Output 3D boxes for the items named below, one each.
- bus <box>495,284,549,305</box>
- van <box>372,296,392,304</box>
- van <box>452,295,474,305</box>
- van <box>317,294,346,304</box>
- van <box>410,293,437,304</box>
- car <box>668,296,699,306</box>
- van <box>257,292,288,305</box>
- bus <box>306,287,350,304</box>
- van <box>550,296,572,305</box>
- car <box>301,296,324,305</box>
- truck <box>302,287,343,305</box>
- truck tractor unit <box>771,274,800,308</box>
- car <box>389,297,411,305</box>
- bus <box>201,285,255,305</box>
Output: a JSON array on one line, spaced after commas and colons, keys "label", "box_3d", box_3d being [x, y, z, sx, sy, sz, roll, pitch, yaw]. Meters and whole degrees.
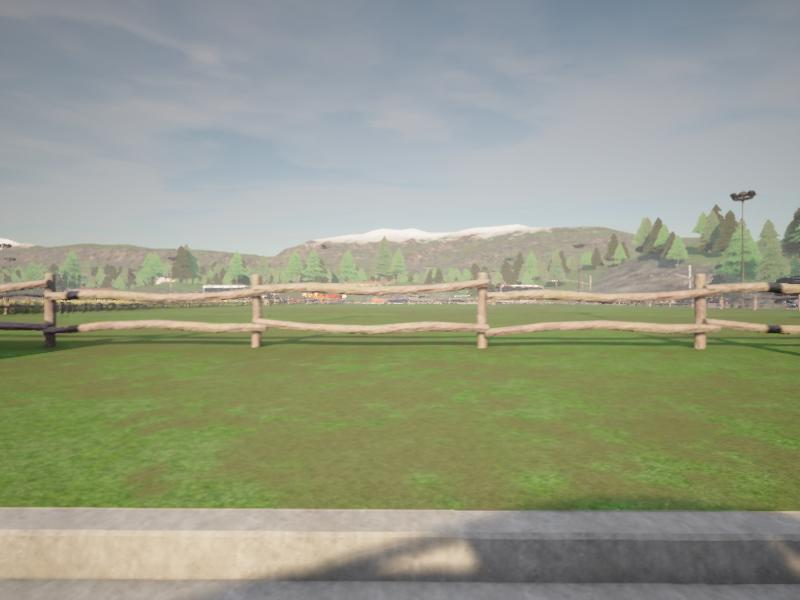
[{"label": "bus", "box_3d": [25.741, -1.135, 84.993, 10.273, 4.253, 3.944, 1, 0, 0]}, {"label": "van", "box_3d": [-4.120, -0.002, 92.024, 4.442, 1.987, 1.775, 0, 0, 0]}, {"label": "van", "box_3d": [13.968, -0.021, 88.425, 4.480, 2.038, 2.069, 0, 0, 0]}, {"label": "van", "box_3d": [-16.356, -0.230, 95.588, 6.366, 2.431, 2.351, 0, 0, 0]}, {"label": "van", "box_3d": [5.383, -0.274, 91.968, 5.915, 2.561, 1.988, 0, 0, 0]}, {"label": "car", "box_3d": [47.750, 0.172, 67.491, 2.242, 1.667, 4.611, 0, 0, 4]}, {"label": "van", "box_3d": [-27.104, -0.306, 85.145, 5.915, 2.561, 1.988, 0, 0, 0]}, {"label": "bus", "box_3d": [-17.683, -1.142, 99.219, 10.273, 4.253, 3.944, 0, 0, 0]}, {"label": "van", "box_3d": [36.277, 0.011, 89.956, 4.442, 1.987, 1.775, 0, 0, -19]}, {"label": "car", "box_3d": [-18.569, 0.050, 85.102, 4.605, 1.855, 1.932, 0, 0, 0]}, {"label": "truck", "box_3d": [-17.111, -0.928, 88.589, 8.468, 3.827, 2.891, 0, 0, 0]}, {"label": "truck tractor unit", "box_3d": [51.001, -1.108, 50.105, 3.053, 4.208, 6.516, 0, 0, 1]}, {"label": "car", "box_3d": [-0.089, 0.159, 85.002, 4.611, 1.667, 2.242, 0, 0, 0]}, {"label": "bus", "box_3d": [-38.040, -1.148, 88.829, 10.273, 4.253, 3.944, 0, 0, 0]}]
